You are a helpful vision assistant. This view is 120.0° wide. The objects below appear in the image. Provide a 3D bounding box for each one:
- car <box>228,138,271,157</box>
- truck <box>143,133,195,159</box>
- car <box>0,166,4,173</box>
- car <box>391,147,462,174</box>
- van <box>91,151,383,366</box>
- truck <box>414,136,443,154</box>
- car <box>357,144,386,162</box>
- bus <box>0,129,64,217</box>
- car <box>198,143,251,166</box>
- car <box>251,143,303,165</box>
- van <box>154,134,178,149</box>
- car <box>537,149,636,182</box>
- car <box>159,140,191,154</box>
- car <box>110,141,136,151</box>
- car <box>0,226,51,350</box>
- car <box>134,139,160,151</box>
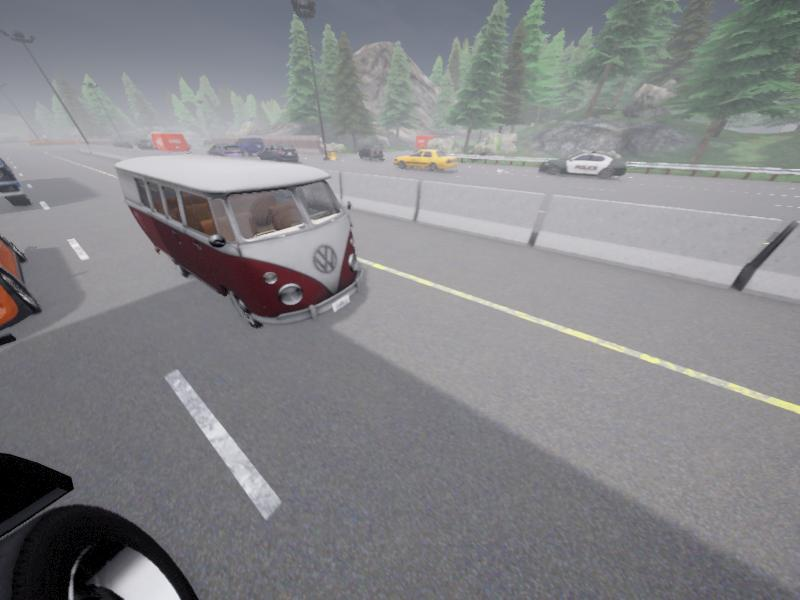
[{"bbox_3d":[-20.409,-20.679,31.233,5.566,2.045,2.150,22,41,28],"label":"car"},{"bbox_3d":[-28.856,-19.353,28.911,5.204,2.467,2.627,22,41,27],"label":"truck"},{"bbox_3d":[-30.935,-10.051,16.389,4.611,1.667,2.242,22,41,27],"label":"car"},{"bbox_3d":[1.994,-11.432,18.755,5.366,1.575,1.801,22,41,28],"label":"car"},{"bbox_3d":[-2.608,-1.176,3.822,4.442,1.987,1.775,22,41,28],"label":"van"},{"bbox_3d":[5.006,-27.227,40.389,2.627,2.467,5.204,21,40,27],"label":"truck"},{"bbox_3d":[-3.337,-17.073,26.722,1.789,1.549,3.705,-21,41,-25],"label":"car"},{"bbox_3d":[-17.769,-5.870,8.364,10.273,4.253,3.944,22,41,28],"label":"bus"},{"bbox_3d":[-17.105,-14.262,22.536,4.856,1.649,2.033,22,41,27],"label":"car"},{"bbox_3d":[-12.418,-14.840,23.366,4.611,1.667,2.242,22,41,27],"label":"car"},{"bbox_3d":[-48.419,-32.719,47.683,2.351,2.431,6.366,-28,44,-34],"label":"van"},{"bbox_3d":[12.738,-9.510,16.182,4.974,1.542,2.038,22,41,28],"label":"car"},{"bbox_3d":[-35.419,-24.097,36.335,5.366,1.575,1.801,22,41,28],"label":"car"},{"bbox_3d":[-48.151,-26.762,40.152,4.181,1.385,1.994,25,42,31],"label":"car"},{"bbox_3d":[-7.300,-0.542,3.045,4.553,1.767,2.097,22,41,28],"label":"car"},{"bbox_3d":[-47.351,-29.032,43.247,4.611,1.667,2.242,27,43,33],"label":"car"}]
